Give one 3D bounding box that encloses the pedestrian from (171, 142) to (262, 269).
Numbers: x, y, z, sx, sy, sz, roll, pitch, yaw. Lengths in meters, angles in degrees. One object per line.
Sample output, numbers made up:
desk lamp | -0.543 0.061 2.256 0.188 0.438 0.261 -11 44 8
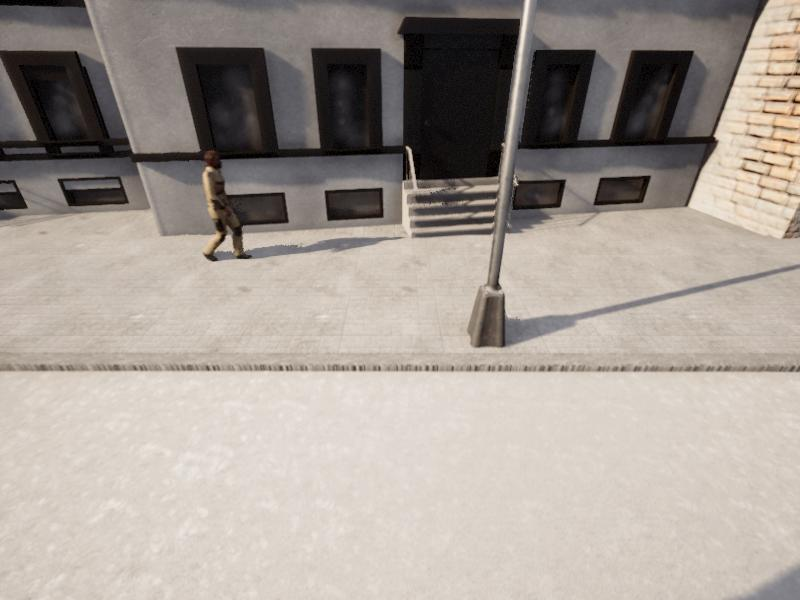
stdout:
pedestrian | -2.886 -1.512 6.488 0.751 1.860 0.751 1 30 1
